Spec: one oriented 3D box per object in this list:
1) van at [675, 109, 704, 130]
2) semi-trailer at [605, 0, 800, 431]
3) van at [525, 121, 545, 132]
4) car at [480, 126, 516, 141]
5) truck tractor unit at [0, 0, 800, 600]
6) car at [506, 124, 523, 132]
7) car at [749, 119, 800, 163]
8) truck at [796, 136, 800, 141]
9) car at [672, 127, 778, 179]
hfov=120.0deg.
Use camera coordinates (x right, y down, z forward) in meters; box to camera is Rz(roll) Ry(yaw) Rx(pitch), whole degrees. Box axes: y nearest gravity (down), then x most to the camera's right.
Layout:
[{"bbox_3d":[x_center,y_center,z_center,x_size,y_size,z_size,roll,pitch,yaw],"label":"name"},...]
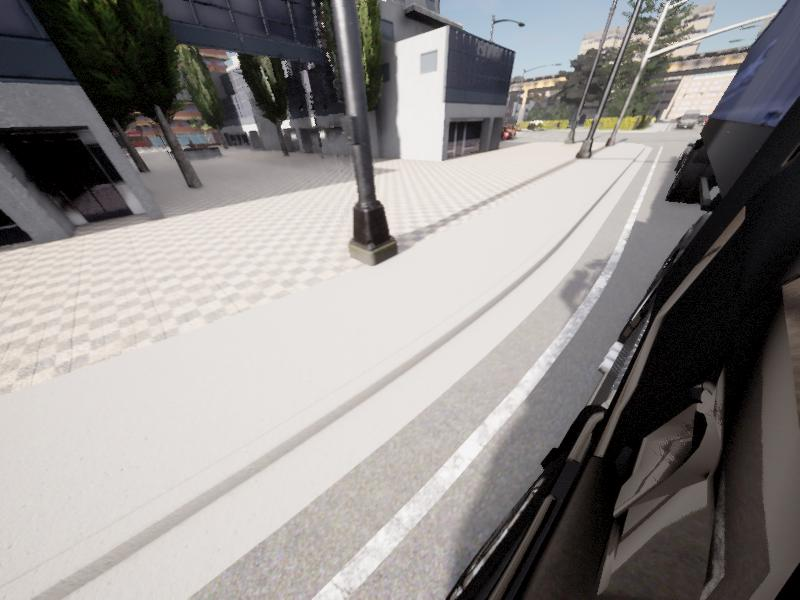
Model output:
[{"bbox_3d":[48.517,-30.310,38.846,1.988,2.561,5.915,28,46,34],"label":"van"},{"bbox_3d":[8.329,-3.836,4.555,2.717,4.402,14.254,30,47,35],"label":"semi-trailer"},{"bbox_3d":[33.576,-43.257,57.485,2.069,2.038,4.480,-3,37,-1],"label":"van"},{"bbox_3d":[13.883,-23.673,32.920,3.988,1.617,1.851,28,47,34],"label":"car"},{"bbox_3d":[2.645,-0.295,0.351,6.516,4.208,3.053,-28,44,-30],"label":"truck tractor unit"},{"bbox_3d":[29.922,-44.995,60.446,1.801,1.575,5.366,-3,37,-1],"label":"car"},{"bbox_3d":[21.714,-8.724,12.547,2.033,1.649,4.856,28,47,34],"label":"car"},{"bbox_3d":[35.337,-12.706,16.662,6.274,2.098,2.390,14,39,20],"label":"truck"},{"bbox_3d":[14.790,-7.046,10.851,2.038,1.542,4.974,29,47,35],"label":"car"}]
